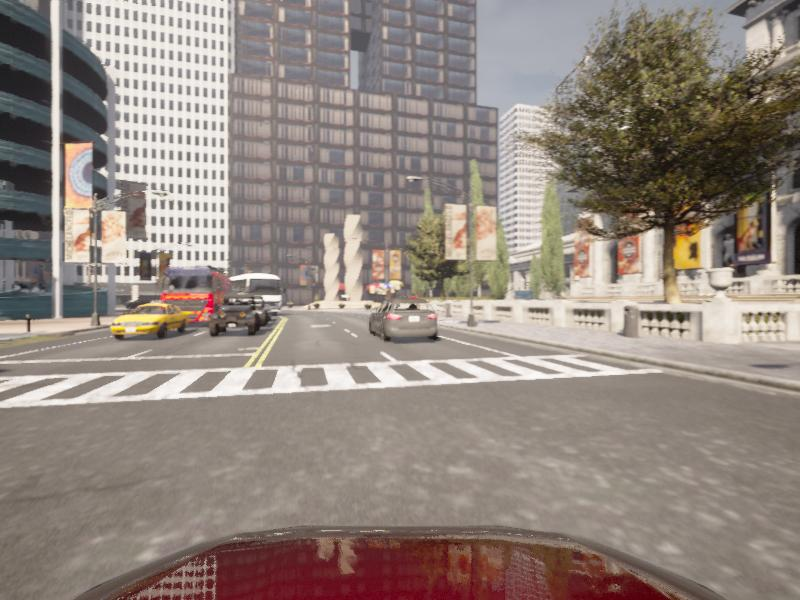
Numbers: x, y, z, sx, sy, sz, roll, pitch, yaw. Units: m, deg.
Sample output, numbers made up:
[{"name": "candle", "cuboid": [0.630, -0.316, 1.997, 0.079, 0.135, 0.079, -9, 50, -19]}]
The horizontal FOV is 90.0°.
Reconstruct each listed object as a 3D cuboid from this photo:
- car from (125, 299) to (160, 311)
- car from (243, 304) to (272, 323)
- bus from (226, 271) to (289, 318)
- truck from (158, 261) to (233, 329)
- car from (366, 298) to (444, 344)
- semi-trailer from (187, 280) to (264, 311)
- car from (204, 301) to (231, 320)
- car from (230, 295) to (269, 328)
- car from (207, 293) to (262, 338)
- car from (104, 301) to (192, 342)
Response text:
[{"name": "car", "cuboid": [-40.596, 0.719, 63.075, 4.605, 1.855, 1.932, 0, 0, 11]}, {"name": "car", "cuboid": [-10.862, 0.960, 30.827, 1.895, 1.301, 4.718, 0, 0, -17]}, {"name": "bus", "cuboid": [-15.268, -0.512, 42.083, 3.944, 4.253, 10.273, 0, 0, -33]}, {"name": "truck", "cuboid": [-13.400, -0.299, 27.059, 2.891, 3.827, 8.468, 0, 0, -16]}, {"name": "car", "cuboid": [0.020, 0.754, 16.925, 2.242, 1.667, 4.611, 0, 0, -14]}, {"name": "semi-trailer", "cuboid": [-27.063, -0.586, 61.570, 14.254, 4.402, 2.717, 0, -1, 29]}, {"name": "car", "cuboid": [-16.048, 0.852, 35.301, 2.038, 1.542, 4.974, 0, 0, -24]}, {"name": "car", "cuboid": [-9.205, 0.660, 24.733, 1.905, 1.878, 3.866, 0, 0, -15]}, {"name": "car", "cuboid": [-7.730, 0.658, 19.036, 1.905, 1.878, 3.866, 0, 0, -15]}, {"name": "car", "cuboid": [-11.088, 0.820, 18.088, 1.801, 1.575, 5.366, 0, 0, -14]}]
